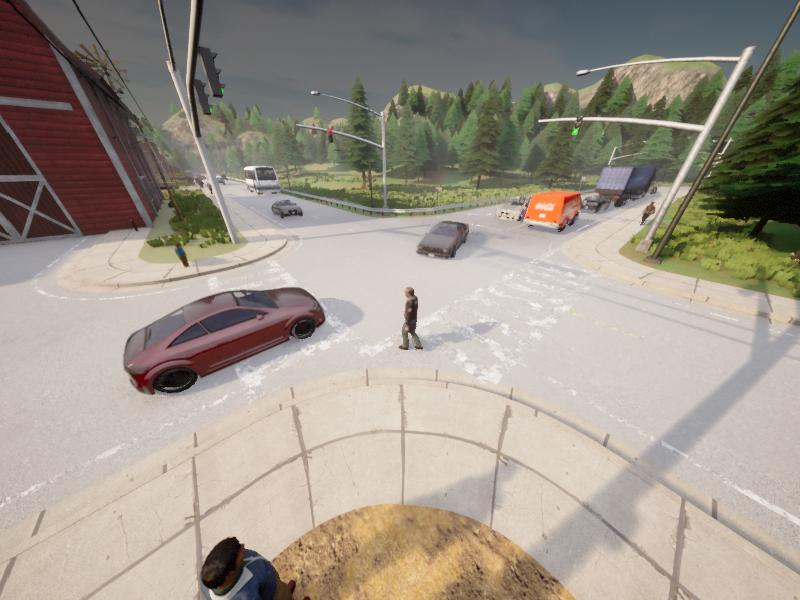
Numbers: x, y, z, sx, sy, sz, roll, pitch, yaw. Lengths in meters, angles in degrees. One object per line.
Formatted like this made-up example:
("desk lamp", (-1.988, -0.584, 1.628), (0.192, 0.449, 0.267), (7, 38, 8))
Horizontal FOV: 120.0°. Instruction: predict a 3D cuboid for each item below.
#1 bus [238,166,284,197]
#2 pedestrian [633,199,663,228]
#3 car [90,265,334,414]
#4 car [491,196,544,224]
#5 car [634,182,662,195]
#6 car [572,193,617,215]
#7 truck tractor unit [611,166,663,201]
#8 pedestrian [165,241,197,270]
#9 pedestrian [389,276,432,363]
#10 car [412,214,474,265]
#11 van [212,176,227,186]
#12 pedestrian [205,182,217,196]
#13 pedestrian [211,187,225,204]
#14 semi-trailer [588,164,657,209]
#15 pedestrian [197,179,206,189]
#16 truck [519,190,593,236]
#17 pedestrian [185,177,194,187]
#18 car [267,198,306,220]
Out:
("bus", (-24.512, -20.990, 40.454), (3.944, 4.253, 10.273), (-22, 37, -33))
("pedestrian", (18.385, -6.407, 17.178), (0.751, 1.860, 0.751), (-18, 35, -28))
("car", (-4.202, 0.540, 5.990), (4.181, 1.385, 1.994), (-24, 38, -35))
("car", (10.637, -8.253, 20.915), (4.611, 1.667, 2.242), (-23, 37, -34))
("car", (43.758, -19.712, 40.766), (4.611, 1.667, 2.242), (-22, 36, -33))
("car", (20.763, -10.303, 24.627), (4.902, 1.511, 2.128), (-22, 37, -33))
("truck tractor unit", (34.850, -17.244, 33.975), (6.516, 4.208, 3.053), (-22, 36, -33))
("pedestrian", (-9.681, -1.971, 10.255), (0.500, 1.100, 0.500), (9, 31, 15))
("pedestrian", (0.253, 0.486, 5.564), (0.751, 1.860, 0.751), (11, 32, 19))
("car", (2.699, -3.769, 13.461), (2.033, 1.411, 5.357), (13, 33, 22))
("van", (-46.259, -30.558, 59.241), (2.069, 2.038, 4.480), (-22, 37, -33))
("pedestrian", (-29.670, -17.386, 36.247), (0.751, 1.860, 0.751), (24, 38, 35))
("pedestrian", (-22.301, -12.801, 28.306), (0.751, 1.860, 0.751), (-25, 38, -36))
("semi-trailer", (28.751, -14.817, 29.541), (14.254, 4.402, 2.717), (-22, 37, -34))
("pedestrian", (-41.836, -24.423, 48.741), (0.751, 1.860, 0.751), (23, 37, 34))
("truck", (12.015, -6.886, 17.749), (5.204, 2.467, 2.627), (-23, 37, -34))
("pedestrian", (-48.312, -27.088, 53.052), (0.751, 1.860, 0.751), (-15, 33, -24))
("car", (-11.084, -8.948, 22.479), (1.994, 1.385, 4.181), (-22, 37, -33))
